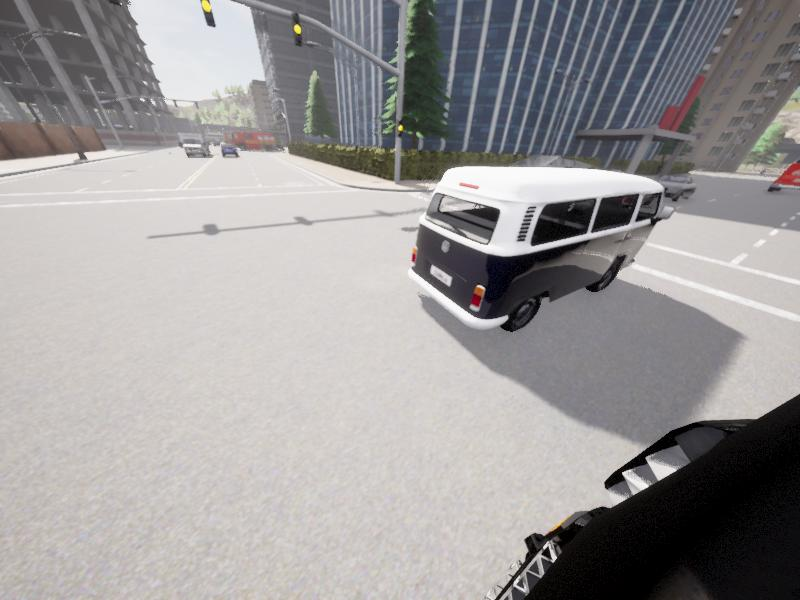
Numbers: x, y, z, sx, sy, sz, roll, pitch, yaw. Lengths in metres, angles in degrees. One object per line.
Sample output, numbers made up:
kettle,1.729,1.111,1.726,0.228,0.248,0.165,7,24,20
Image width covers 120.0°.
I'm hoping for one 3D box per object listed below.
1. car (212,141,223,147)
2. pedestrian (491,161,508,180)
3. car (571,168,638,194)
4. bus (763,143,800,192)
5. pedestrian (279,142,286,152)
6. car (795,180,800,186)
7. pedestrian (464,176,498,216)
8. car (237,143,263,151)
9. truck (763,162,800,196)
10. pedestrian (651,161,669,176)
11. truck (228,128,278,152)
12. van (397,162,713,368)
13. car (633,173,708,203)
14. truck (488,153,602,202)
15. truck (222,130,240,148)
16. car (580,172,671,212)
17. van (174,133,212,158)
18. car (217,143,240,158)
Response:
car,-50.216,-43.064,63.699,1.895,1.301,4.718,-16,38,-26
pedestrian,8.224,-10.692,19.126,0.751,1.300,0.751,-16,38,-26
car,15.449,-9.074,17.442,4.674,1.442,1.812,-16,38,-26
bus,46.324,-14.632,25.651,10.273,4.253,3.944,-16,38,-26
pedestrian,-25.723,-33.494,50.659,0.751,1.860,0.751,2,34,-1
car,55.863,-16.180,31.130,5.366,1.575,1.801,-16,38,-26
pedestrian,3.237,-4.198,9.280,0.751,1.300,0.751,30,42,34
car,-34.520,-35.240,53.149,4.718,1.301,1.895,-17,38,-27
truck,38.055,-11.467,21.857,5.204,2.467,2.627,-16,38,-26
pedestrian,36.887,-18.650,32.805,0.751,1.860,0.751,-17,38,-27
truck,-31.879,-34.804,50.414,8.468,3.827,2.891,-17,38,-27
van,2.430,-1.097,3.960,4.480,2.038,2.069,-16,38,-26
car,18.004,-7.539,15.399,4.181,1.385,1.994,-17,38,-27
truck,8.667,-7.409,13.821,6.274,2.098,2.390,-16,38,-26
truck,-48.632,-46.461,66.649,2.891,3.827,8.468,-16,38,-26
car,11.959,-5.852,12.298,4.193,1.474,1.816,-16,38,-26
van,-26.059,-19.685,29.397,2.351,2.431,6.366,-16,38,-26
car,-23.752,-20.859,32.157,2.007,1.525,4.514,-15,38,-25
